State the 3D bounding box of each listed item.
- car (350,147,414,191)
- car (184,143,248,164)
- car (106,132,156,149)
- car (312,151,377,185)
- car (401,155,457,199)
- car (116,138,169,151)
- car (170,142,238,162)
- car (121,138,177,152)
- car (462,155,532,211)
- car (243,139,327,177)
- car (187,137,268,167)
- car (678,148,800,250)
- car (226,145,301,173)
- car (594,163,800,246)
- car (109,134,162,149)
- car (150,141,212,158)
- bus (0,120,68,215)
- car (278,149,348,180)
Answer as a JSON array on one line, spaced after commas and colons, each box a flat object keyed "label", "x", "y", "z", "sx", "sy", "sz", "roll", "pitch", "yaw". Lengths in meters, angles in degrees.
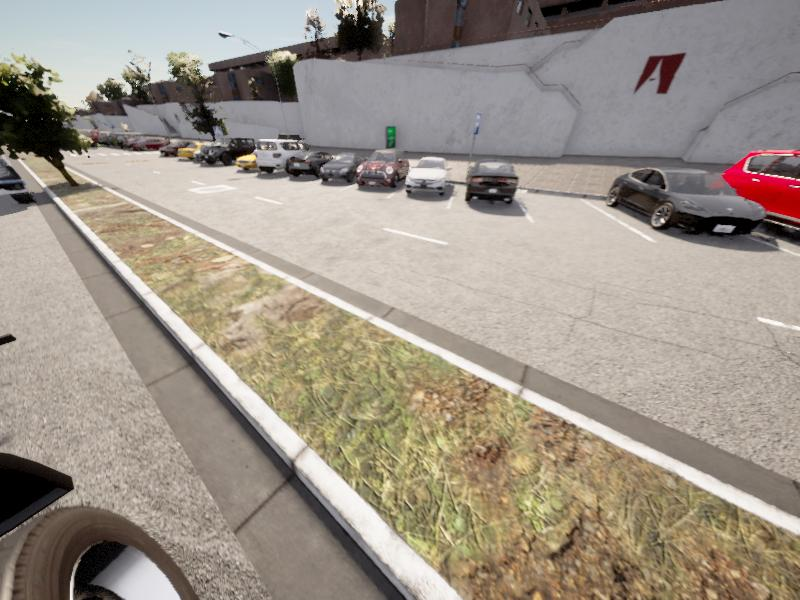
[{"label": "car", "x": -0.796, "y": -7.655, "z": 13.219, "sx": 2.185, "sy": 1.767, "sz": 4.553, "roll": 10, "pitch": 35, "yaw": 12}, {"label": "car", "x": -18.017, "y": -14.662, "z": 23.015, "sx": 2.002, "sy": 1.452, "sz": 4.674, "roll": 10, "pitch": 36, "yaw": 11}, {"label": "car", "x": -42.530, "y": -25.341, "z": 36.685, "sx": 1.878, "sy": 1.987, "sz": 4.442, "roll": 10, "pitch": 36, "yaw": 12}, {"label": "car", "x": -3.261, "y": -8.509, "z": 14.687, "sx": 2.002, "sy": 1.452, "sz": 4.674, "roll": 10, "pitch": 36, "yaw": 12}, {"label": "car", "x": 1.651, "y": -6.496, "z": 11.891, "sx": 2.002, "sy": 1.452, "sz": 4.674, "roll": 10, "pitch": 35, "yaw": 12}, {"label": "car", "x": -37.684, "y": -22.987, "z": 34.011, "sx": 2.002, "sy": 1.452, "sz": 4.674, "roll": 10, "pitch": 36, "yaw": 12}, {"label": "car", "x": -20.435, "y": -15.835, "z": 24.514, "sx": 1.946, "sy": 1.575, "sz": 5.366, "roll": 10, "pitch": 36, "yaw": 12}, {"label": "car", "x": -35.225, "y": -21.938, "z": 32.609, "sx": 2.163, "sy": 1.488, "sz": 4.792, "roll": 10, "pitch": 36, "yaw": 11}, {"label": "car", "x": 4.102, "y": -5.520, "z": 10.461, "sx": 2.097, "sy": 1.535, "sz": 5.008, "roll": 9, "pitch": 35, "yaw": 12}, {"label": "car", "x": -8.175, "y": -10.800, "z": 17.330, "sx": 2.435, "sy": 2.045, "sz": 5.566, "roll": 9, "pitch": 36, "yaw": 12}, {"label": "car", "x": -15.556, "y": -13.844, "z": 21.441, "sx": 2.435, "sy": 2.045, "sz": 5.566, "roll": 10, "pitch": 36, "yaw": 11}, {"label": "car", "x": 11.480, "y": -2.704, "z": 6.095, "sx": 2.435, "sy": 2.045, "sz": 5.566, "roll": 9, "pitch": 35, "yaw": 12}, {"label": "car", "x": -10.689, "y": -11.502, "z": 18.691, "sx": 1.946, "sy": 1.575, "sz": 5.366, "roll": 10, "pitch": 36, "yaw": 11}, {"label": "car", "x": 9.017, "y": -3.478, "z": 7.655, "sx": 2.163, "sy": 1.488, "sz": 4.792, "roll": 9, "pitch": 35, "yaw": 12}, {"label": "car", "x": -40.127, "y": -24.142, "z": 35.260, "sx": 2.185, "sy": 1.767, "sz": 4.553, "roll": 10, "pitch": 36, "yaw": 12}, {"label": "car", "x": -25.398, "y": -17.772, "z": 27.113, "sx": 2.163, "sy": 1.488, "sz": 4.792, "roll": 10, "pitch": 36, "yaw": 11}, {"label": "bus", "x": -18.052, "y": -6.085, "z": 8.582, "sx": 10.273, "sy": 4.253, "sz": 3.944, "roll": 22, "pitch": 40, "yaw": 27}, {"label": "car", "x": -5.724, "y": -9.553, "z": 16.100, "sx": 2.163, "sy": 1.488, "sz": 4.792, "roll": 9, "pitch": 36, "yaw": 12}]
